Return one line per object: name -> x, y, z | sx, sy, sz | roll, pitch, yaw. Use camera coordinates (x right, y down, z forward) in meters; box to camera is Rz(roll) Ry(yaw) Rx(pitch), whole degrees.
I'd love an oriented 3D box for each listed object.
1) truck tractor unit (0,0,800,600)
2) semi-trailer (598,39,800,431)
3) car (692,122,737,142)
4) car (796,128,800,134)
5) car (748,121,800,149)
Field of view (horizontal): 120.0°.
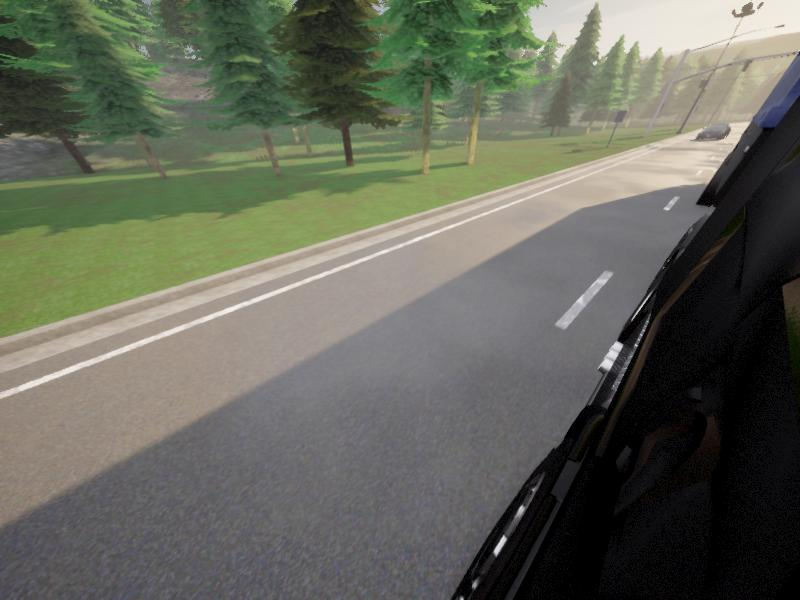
truck tractor unit -> 2.645, -0.295, 0.352 | 6.516, 4.208, 3.053 | -28, 44, -30
semi-trailer -> 8.697, -3.586, 4.257 | 14.254, 4.402, 2.717 | -28, 43, -30
car -> 33.183, -17.721, 24.356 | 4.674, 1.442, 1.812 | -25, 42, -27
car -> 50.482, -20.534, 27.182 | 4.181, 1.385, 1.994 | -7, 37, -5
car -> 28.888, -12.564, 17.556 | 1.789, 1.549, 3.705 | 27, 47, 34
